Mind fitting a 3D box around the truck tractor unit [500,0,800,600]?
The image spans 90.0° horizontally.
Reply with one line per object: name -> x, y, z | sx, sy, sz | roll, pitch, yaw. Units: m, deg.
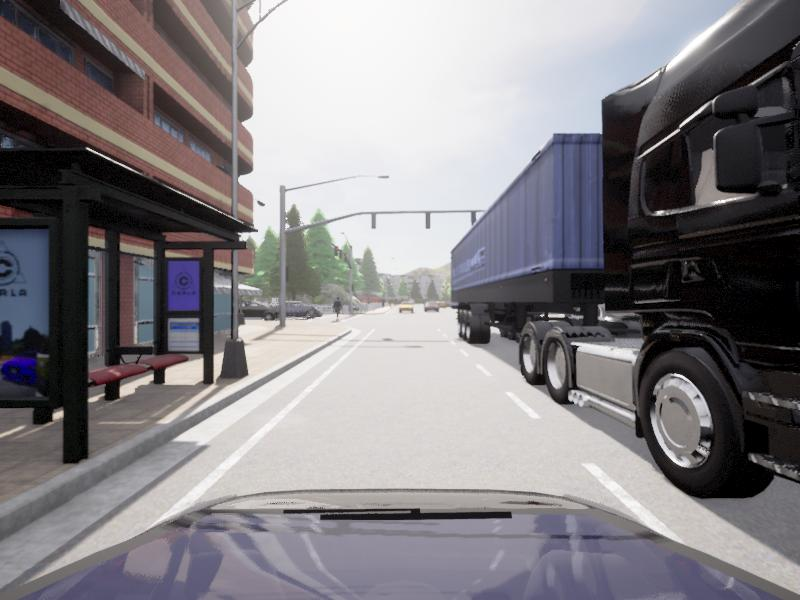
truck tractor unit -> 3.598, -0.491, 5.193 | 3.053, 4.208, 6.516 | 0, 0, 1

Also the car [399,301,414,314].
car -> 0.832, 0.858, 51.171 | 1.801, 1.575, 5.366 | 0, 0, 2

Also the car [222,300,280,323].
car -> -10.704, 0.792, 28.906 | 3.705, 1.549, 1.789 | 0, 0, -11

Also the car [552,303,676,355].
car -> 7.231, 0.861, 14.225 | 1.837, 1.490, 4.892 | 0, 0, 1

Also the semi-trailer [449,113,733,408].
semi-trailer -> 3.713, -0.604, 13.111 | 2.717, 4.402, 14.254 | 0, 0, 1

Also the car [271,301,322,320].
car -> -8.359, 0.834, 32.721 | 3.806, 1.475, 1.970 | 0, 0, -7

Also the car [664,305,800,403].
car -> 7.125, 0.853, 7.016 | 1.837, 1.490, 4.892 | 0, 0, 1

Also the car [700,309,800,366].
car -> 10.681, 0.957, 10.662 | 1.895, 1.301, 4.718 | 0, 0, 1

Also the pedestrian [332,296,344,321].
pedestrian -> -4.611, 0.619, 29.710 | 0.751, 1.860, 0.751 | 0, 0, 2
